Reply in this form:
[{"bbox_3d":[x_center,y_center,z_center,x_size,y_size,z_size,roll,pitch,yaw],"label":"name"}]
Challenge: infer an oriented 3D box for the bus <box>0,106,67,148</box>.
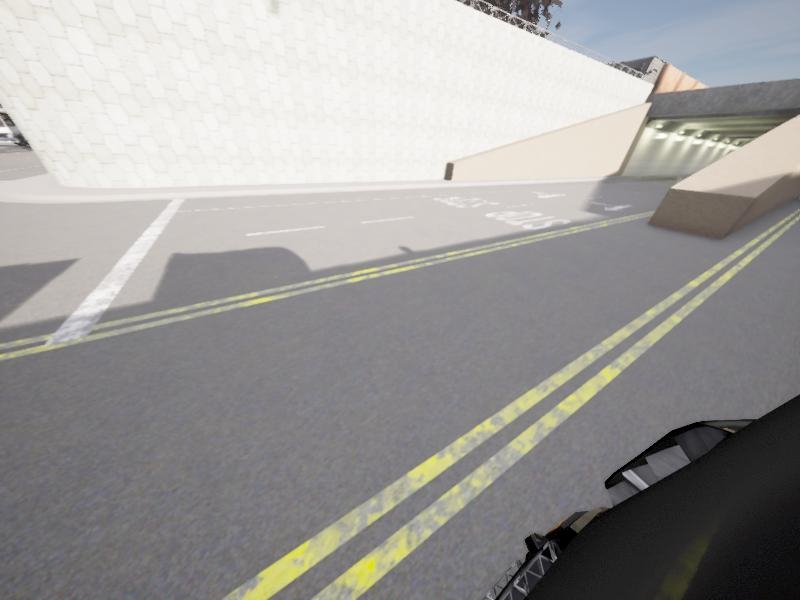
[{"bbox_3d":[-52.180,-23.280,31.187,3.944,4.253,10.273,-16,38,-26],"label":"bus"}]
